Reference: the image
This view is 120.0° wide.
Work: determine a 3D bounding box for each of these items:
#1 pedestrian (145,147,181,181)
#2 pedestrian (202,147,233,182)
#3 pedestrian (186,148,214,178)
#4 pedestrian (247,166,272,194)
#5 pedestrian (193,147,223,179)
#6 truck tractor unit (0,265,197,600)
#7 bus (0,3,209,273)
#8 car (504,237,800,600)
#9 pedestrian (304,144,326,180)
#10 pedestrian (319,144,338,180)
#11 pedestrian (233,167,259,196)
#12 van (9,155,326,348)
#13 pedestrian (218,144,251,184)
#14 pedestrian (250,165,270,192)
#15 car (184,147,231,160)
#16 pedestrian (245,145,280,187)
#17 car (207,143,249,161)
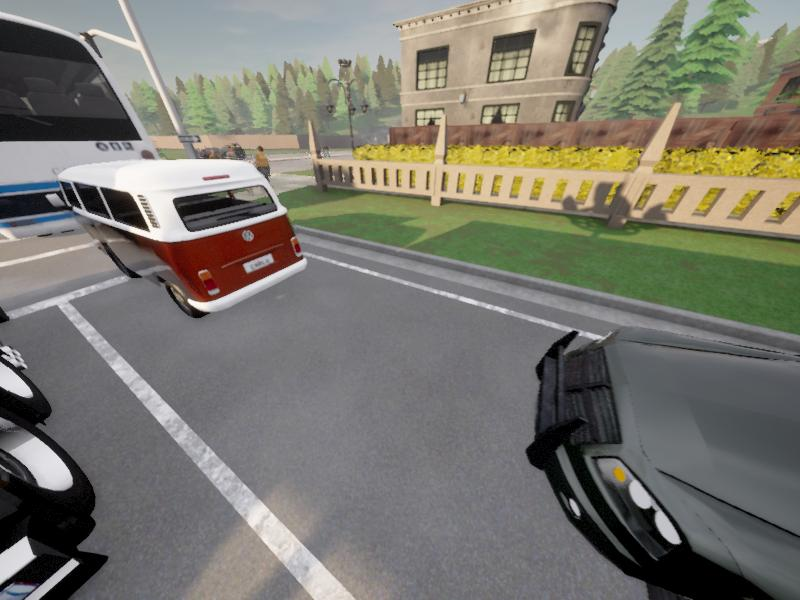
[{"bbox_3d":[-15.878,-9.123,15.516,0.751,1.860,0.751,15,38,21],"label":"pedestrian"},{"bbox_3d":[-11.890,-8.830,15.070,0.751,1.860,0.751,20,40,26],"label":"pedestrian"},{"bbox_3d":[-14.764,-10.150,17.115,0.751,1.860,0.751,21,40,28],"label":"pedestrian"},{"bbox_3d":[-6.641,-5.689,10.928,0.500,1.100,0.500,16,38,22],"label":"pedestrian"},{"bbox_3d":[-13.732,-9.823,16.568,0.751,1.860,0.751,15,38,21],"label":"pedestrian"},{"bbox_3d":[-5.117,-0.293,0.785,6.516,4.208,3.053,18,39,24],"label":"truck tractor unit"},{"bbox_3d":[-11.416,-4.928,7.421,10.273,4.253,3.944,23,41,30],"label":"bus"},{"bbox_3d":[3.368,1.256,0.831,4.974,1.542,2.038,18,39,24],"label":"car"},{"bbox_3d":[-5.255,-8.599,14.429,0.751,1.860,0.751,-1,35,-1],"label":"pedestrian"},{"bbox_3d":[-4.524,-8.720,14.599,0.751,1.860,0.751,-12,37,-17],"label":"pedestrian"},{"bbox_3d":[-6.966,-5.383,10.491,0.500,1.100,0.500,-5,35,-7],"label":"pedestrian"},{"bbox_3d":[-3.925,-1.337,4.142,4.480,2.038,2.069,17,39,25],"label":"van"},{"bbox_3d":[-9.464,-7.796,13.248,0.751,1.860,0.751,22,41,29],"label":"pedestrian"},{"bbox_3d":[-6.884,-6.007,11.386,0.500,1.100,0.500,-16,38,-22],"label":"pedestrian"},{"bbox_3d":[-27.332,-20.963,32.985,1.812,1.442,4.674,18,39,25],"label":"car"},{"bbox_3d":[-7.079,-6.956,12.008,0.751,1.860,0.751,13,37,18],"label":"pedestrian"},{"bbox_3d":[-23.766,-20.675,32.158,1.905,1.878,3.866,18,39,25],"label":"car"}]
